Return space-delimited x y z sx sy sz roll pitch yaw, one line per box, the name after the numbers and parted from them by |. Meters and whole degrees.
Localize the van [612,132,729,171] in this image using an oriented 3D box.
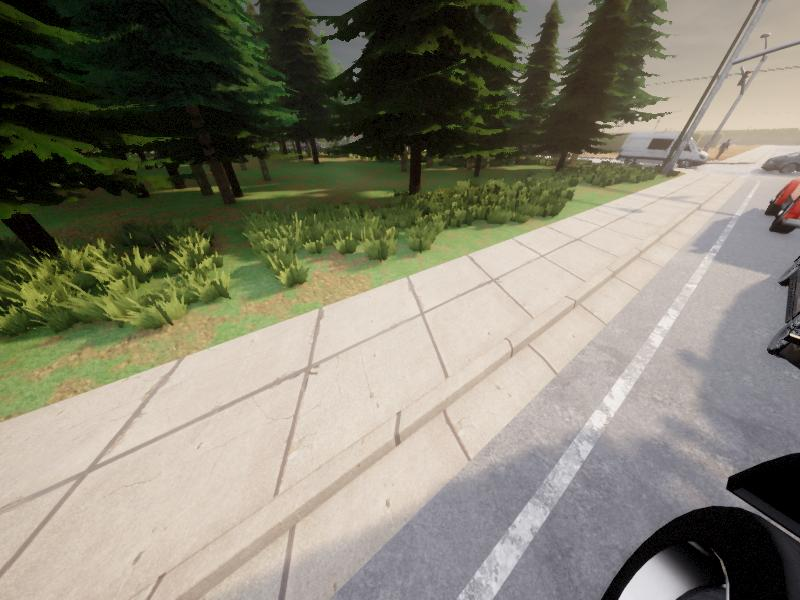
23.400 -13.294 20.463 1.988 2.561 5.915 -22 41 -28 | van

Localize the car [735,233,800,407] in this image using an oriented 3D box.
6.438 -0.041 2.636 4.902 1.511 2.128 -22 41 -28 | car

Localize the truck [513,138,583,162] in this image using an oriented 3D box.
17.396 -18.040 27.627 2.390 2.098 6.274 -22 41 -28 | truck

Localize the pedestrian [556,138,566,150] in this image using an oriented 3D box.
31.246 -30.384 44.904 0.751 1.860 0.751 -24 42 -30 | pedestrian

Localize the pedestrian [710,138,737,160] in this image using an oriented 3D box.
33.563 -15.659 24.002 0.751 1.860 0.751 22 41 28 | pedestrian

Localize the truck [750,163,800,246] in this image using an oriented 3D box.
12.430 -3.014 5.962 5.204 2.467 2.627 -23 41 -28 | truck

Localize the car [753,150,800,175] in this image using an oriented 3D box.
29.308 -9.724 16.356 4.181 1.385 1.994 16 38 22 | car

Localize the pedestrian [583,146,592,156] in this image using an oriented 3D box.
24.974 -19.889 30.762 0.500 1.100 0.500 -19 39 -25 | pedestrian

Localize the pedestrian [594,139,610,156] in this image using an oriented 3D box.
26.062 -19.705 29.821 0.751 1.860 0.751 -20 40 -26 | pedestrian
